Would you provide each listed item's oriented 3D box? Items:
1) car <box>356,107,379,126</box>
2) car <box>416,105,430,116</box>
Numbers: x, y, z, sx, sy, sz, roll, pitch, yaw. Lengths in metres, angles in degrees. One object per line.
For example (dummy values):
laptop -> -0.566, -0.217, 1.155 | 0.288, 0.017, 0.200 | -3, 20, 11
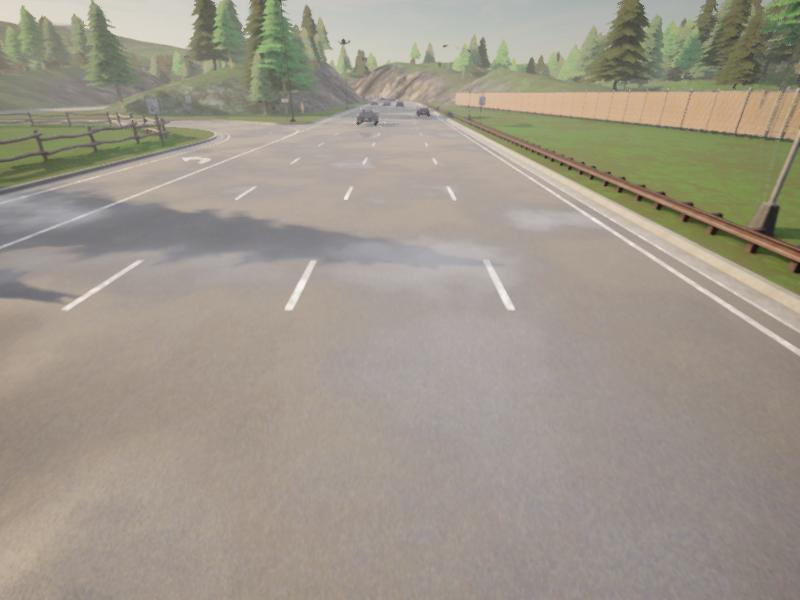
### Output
car -> -3.497, -20.113, 43.753 | 2.152, 1.651, 5.027 | 0, 27, 0
car -> 3.503, -28.885, 60.962 | 1.812, 1.442, 4.674 | 0, 27, 0
